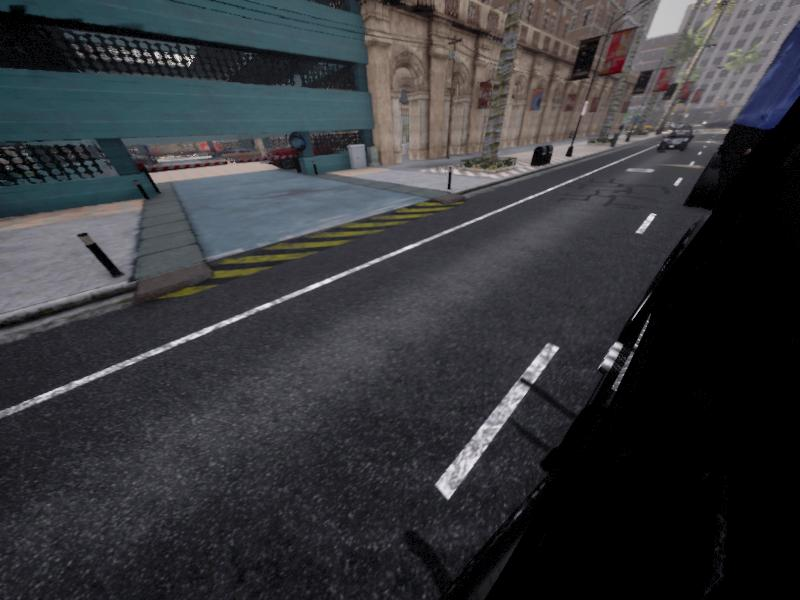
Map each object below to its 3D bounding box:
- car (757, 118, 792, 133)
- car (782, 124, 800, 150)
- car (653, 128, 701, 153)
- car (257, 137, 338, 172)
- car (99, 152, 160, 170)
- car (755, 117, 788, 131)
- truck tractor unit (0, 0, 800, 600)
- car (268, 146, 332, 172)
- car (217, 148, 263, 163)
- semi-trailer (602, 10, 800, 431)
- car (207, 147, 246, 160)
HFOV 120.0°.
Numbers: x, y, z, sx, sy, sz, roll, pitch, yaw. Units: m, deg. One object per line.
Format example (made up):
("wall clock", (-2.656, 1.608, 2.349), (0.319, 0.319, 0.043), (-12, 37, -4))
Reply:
("car", (57.519, -26.938, 35.564), (4.856, 1.649, 2.033), (-29, 43, -31))
("car", (30.923, -12.178, 17.171), (4.674, 1.442, 1.812), (-29, 43, -32))
("car", (23.175, -13.372, 19.325), (3.633, 1.501, 1.845), (-29, 43, -31))
("car", (-8.638, -12.669, 19.921), (5.566, 2.045, 2.435), (-29, 43, -32))
("car", (-34.870, -18.106, 30.005), (4.902, 1.511, 2.128), (-29, 43, -32))
("car", (62.648, -29.769, 39.083), (4.611, 1.667, 2.242), (-29, 43, -31))
("truck tractor unit", (2.645, -0.295, 0.351), (6.516, 4.208, 3.053), (-28, 44, -30))
("car", (-8.578, -12.375, 20.180), (4.514, 1.523, 2.007), (-29, 43, -32))
("car", (-21.560, -19.592, 31.242), (4.718, 1.301, 1.895), (-29, 43, -32))
("semi-trailer", (8.562, -3.653, 4.415), (14.254, 4.402, 2.717), (-29, 43, -32))
("car", (-28.979, -24.585, 38.643), (4.786, 1.482, 2.161), (-29, 43, -32))
